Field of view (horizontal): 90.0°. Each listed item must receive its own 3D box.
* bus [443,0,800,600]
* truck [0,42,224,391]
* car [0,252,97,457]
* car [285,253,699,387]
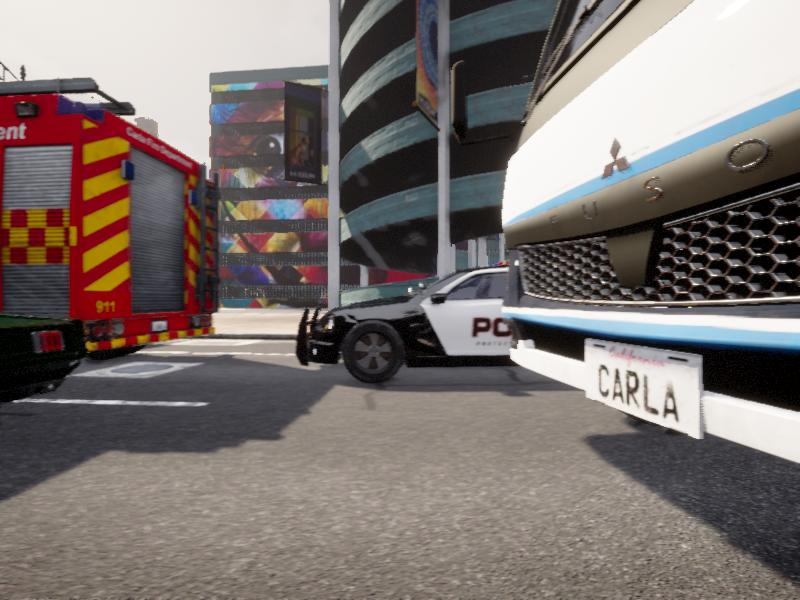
[{"bbox_3d":[5.779,-1.132,2.430,10.273,4.253,3.944,0,0,-10],"label":"bus"},{"bbox_3d":[-7.538,-0.916,6.207,8.468,3.827,2.891,0,0,5],"label":"truck"},{"bbox_3d":[-4.912,0.346,2.501,4.718,1.301,1.895,0,0,4],"label":"car"},{"bbox_3d":[1.108,0.230,5.768,4.974,1.542,2.038,0,0,-3],"label":"car"}]
